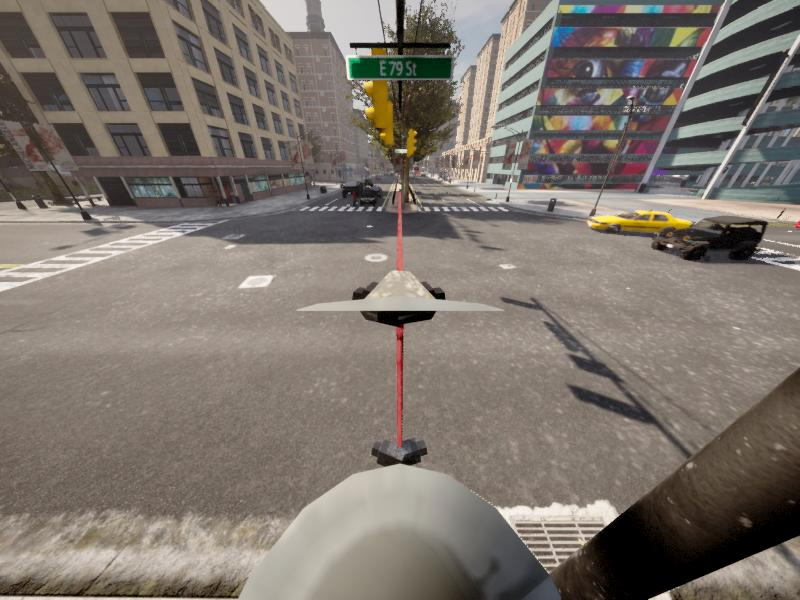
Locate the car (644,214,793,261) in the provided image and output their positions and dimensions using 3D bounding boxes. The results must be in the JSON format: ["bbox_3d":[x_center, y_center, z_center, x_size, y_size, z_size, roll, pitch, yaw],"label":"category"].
[{"bbox_3d":[15.573,-3.166,11.596,3.866,1.878,1.905,0,30,0],"label":"car"}]

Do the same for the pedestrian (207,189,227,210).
[{"bbox_3d":[-18.453,-10.127,23.333,0.751,1.860,0.751,-5,30,-8],"label":"pedestrian"}]

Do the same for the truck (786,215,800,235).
[{"bbox_3d":[31.443,-5.704,14.060,8.468,3.827,2.891,0,30,0],"label":"truck"}]

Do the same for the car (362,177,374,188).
[{"bbox_3d":[-7.147,-26.370,51.810,1.905,1.878,3.866,0,30,0],"label":"car"}]

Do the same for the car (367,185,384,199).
[{"bbox_3d":[-3.699,-16.589,35.344,2.033,1.411,5.357,0,30,0],"label":"car"}]

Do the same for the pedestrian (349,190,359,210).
[{"bbox_3d":[-4.819,-10.578,24.418,0.751,1.860,0.751,0,30,0],"label":"pedestrian"}]

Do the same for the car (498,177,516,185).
[{"bbox_3d":[27.196,-30.383,58.961,2.161,1.482,4.786,0,30,0],"label":"car"}]

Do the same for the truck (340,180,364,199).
[{"bbox_3d":[-7.183,-17.091,35.510,2.390,2.098,6.274,0,30,0],"label":"truck"}]

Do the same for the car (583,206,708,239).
[{"bbox_3d":[16.176,-5.339,15.671,5.366,1.575,1.801,8,30,14],"label":"car"}]

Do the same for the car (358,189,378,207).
[{"bbox_3d":[-3.718,-12.396,27.869,1.851,1.617,3.988,0,30,0],"label":"car"}]

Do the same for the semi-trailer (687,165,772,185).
[{"bbox_3d":[89.081,-34.515,63.362,2.717,4.402,14.254,0,30,0],"label":"semi-trailer"}]

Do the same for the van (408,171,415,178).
[{"bbox_3d":[4.490,-50.504,93.045,2.351,2.431,6.366,0,30,0],"label":"van"}]
